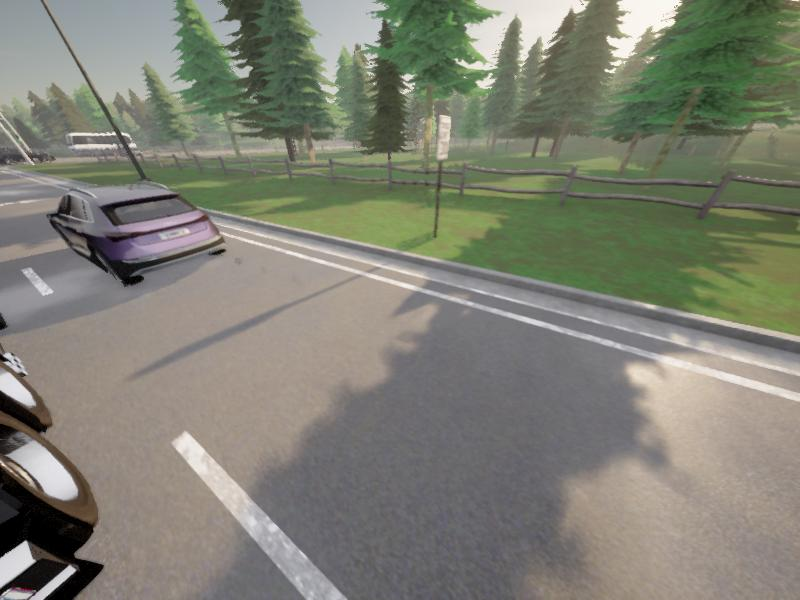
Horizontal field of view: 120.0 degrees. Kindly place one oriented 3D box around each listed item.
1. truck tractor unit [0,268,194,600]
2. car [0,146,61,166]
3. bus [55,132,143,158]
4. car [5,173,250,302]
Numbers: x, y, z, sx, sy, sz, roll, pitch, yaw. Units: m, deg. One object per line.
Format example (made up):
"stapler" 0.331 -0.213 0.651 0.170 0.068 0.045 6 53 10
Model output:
"truck tractor unit" -5.116 -0.292 0.836 6.516 4.208 3.053 17 36 25
"car" -52.907 -20.114 32.252 2.150 2.045 5.566 7 35 13
"bus" -65.034 -33.953 50.524 3.944 4.253 10.273 17 39 24
"car" -6.207 -1.802 5.345 4.856 1.649 2.033 17 38 25
